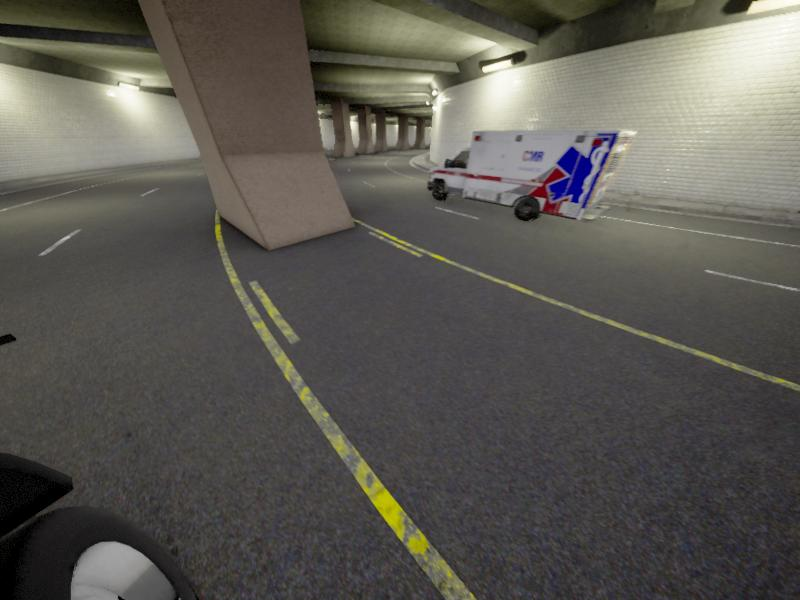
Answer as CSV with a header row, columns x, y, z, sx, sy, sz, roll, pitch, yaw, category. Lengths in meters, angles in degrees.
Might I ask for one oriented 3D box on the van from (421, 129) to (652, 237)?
x,y,z,sx,sy,sz,roll,pitch,yaw,category
3.930,-4.581,8.350,2.351,2.431,6.366,-28,44,-33,van
